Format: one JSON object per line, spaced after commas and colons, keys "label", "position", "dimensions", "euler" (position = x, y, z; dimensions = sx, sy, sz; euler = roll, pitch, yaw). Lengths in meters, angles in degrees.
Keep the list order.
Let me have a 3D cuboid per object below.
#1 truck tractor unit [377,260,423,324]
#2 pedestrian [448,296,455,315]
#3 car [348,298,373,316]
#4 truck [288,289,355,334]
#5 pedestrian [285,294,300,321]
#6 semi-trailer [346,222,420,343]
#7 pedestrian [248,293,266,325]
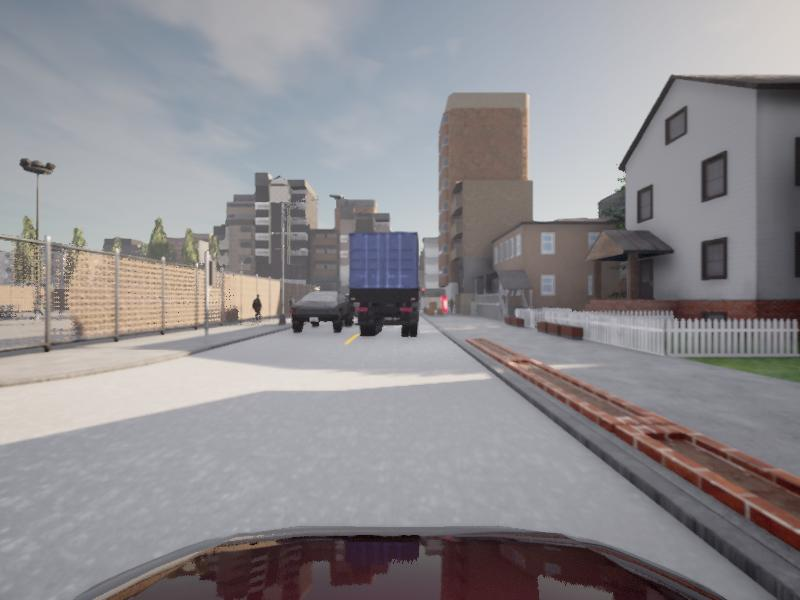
{"label": "truck tractor unit", "position": [-0.005, -0.520, 29.585], "dimensions": [3.053, 4.208, 6.516], "euler": [0, 0, 0]}
{"label": "pedestrian", "position": [5.036, 0.524, 39.191], "dimensions": [0.751, 1.860, 0.751], "euler": [0, 0, 6]}
{"label": "car", "position": [-3.994, 0.694, 41.184], "dimensions": [2.097, 1.767, 4.553], "euler": [0, 0, 0]}
{"label": "truck", "position": [-3.990, 0.542, 21.639], "dimensions": [2.390, 2.098, 6.274], "euler": [0, 0, 0]}
{"label": "pedestrian", "position": [-7.422, 0.533, 27.723], "dimensions": [0.751, 1.860, 0.751], "euler": [0, 0, 12]}
{"label": "semi-trailer", "position": [-0.288, -0.618, 21.680], "dimensions": [2.717, 4.402, 14.254], "euler": [0, 0, 3]}
{"label": "pedestrian", "position": [-8.493, 0.533, 23.796], "dimensions": [0.751, 1.860, 0.751], "euler": [0, 0, 9]}
